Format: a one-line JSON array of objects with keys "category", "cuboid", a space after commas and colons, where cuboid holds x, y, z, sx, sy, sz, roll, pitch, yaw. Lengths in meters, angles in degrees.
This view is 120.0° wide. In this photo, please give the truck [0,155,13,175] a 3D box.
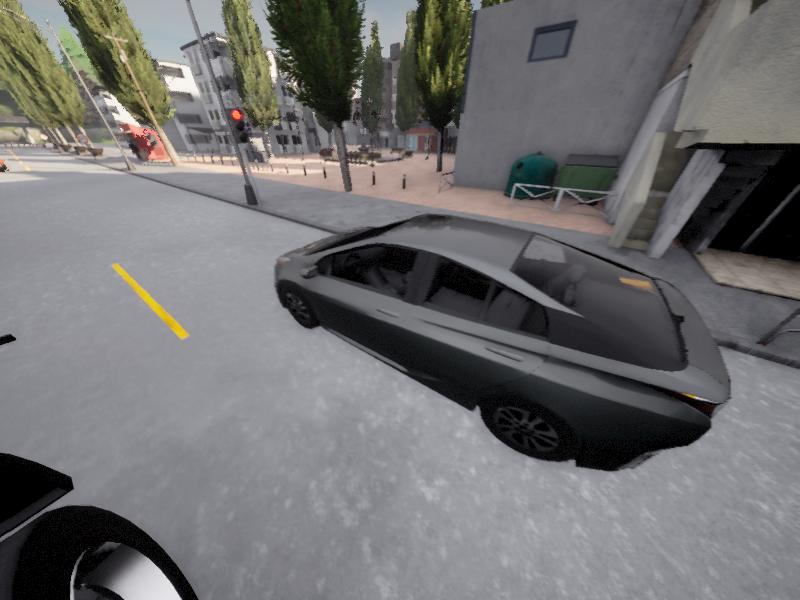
[{"category": "truck", "cuboid": [-30.274, -10.209, 15.996, 5.204, 2.467, 2.627, 22, 41, 28]}]

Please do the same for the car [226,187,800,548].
[{"category": "car", "cuboid": [0.330, -0.175, 2.839, 4.514, 1.525, 2.007, 22, 41, 28]}]

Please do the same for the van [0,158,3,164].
[{"category": "van", "cuboid": [-41.114, -14.656, 22.150, 5.915, 2.561, 1.988, 22, 41, 28]}]

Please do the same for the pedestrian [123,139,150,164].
[{"category": "pedestrian", "cuboid": [-24.192, -13.632, 21.207, 0.751, 1.860, 0.751, 19, 39, 25]}]
